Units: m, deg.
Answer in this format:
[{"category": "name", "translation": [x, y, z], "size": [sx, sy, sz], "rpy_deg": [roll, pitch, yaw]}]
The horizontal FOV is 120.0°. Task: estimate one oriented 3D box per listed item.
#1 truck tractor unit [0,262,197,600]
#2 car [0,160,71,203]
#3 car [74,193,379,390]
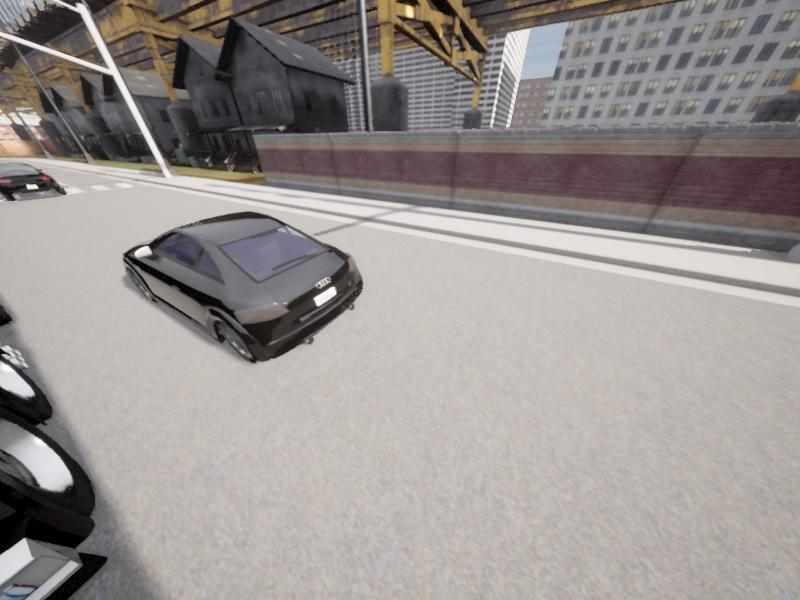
[{"category": "truck tractor unit", "translation": [-5.112, -0.297, 0.786], "size": [6.516, 4.208, 3.053], "rpy_deg": [18, 39, 24]}, {"category": "car", "translation": [-19.288, -6.118, 11.743], "size": [4.674, 1.442, 1.812], "rpy_deg": [18, 39, 25]}, {"category": "car", "translation": [-2.675, -0.643, 3.767], "size": [4.181, 1.385, 1.994], "rpy_deg": [18, 39, 25]}]
